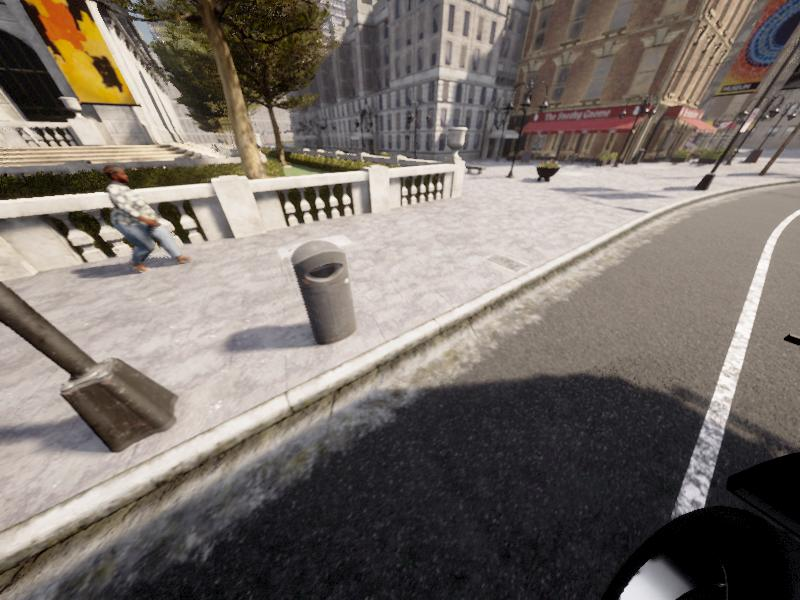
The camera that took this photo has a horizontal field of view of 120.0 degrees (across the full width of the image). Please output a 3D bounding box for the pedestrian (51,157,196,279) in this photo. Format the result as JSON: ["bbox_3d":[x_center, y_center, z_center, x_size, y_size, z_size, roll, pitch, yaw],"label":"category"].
[{"bbox_3d":[-4.691,-1.447,4.167,0.751,1.860,0.751,-16,38,-21],"label":"pedestrian"}]
